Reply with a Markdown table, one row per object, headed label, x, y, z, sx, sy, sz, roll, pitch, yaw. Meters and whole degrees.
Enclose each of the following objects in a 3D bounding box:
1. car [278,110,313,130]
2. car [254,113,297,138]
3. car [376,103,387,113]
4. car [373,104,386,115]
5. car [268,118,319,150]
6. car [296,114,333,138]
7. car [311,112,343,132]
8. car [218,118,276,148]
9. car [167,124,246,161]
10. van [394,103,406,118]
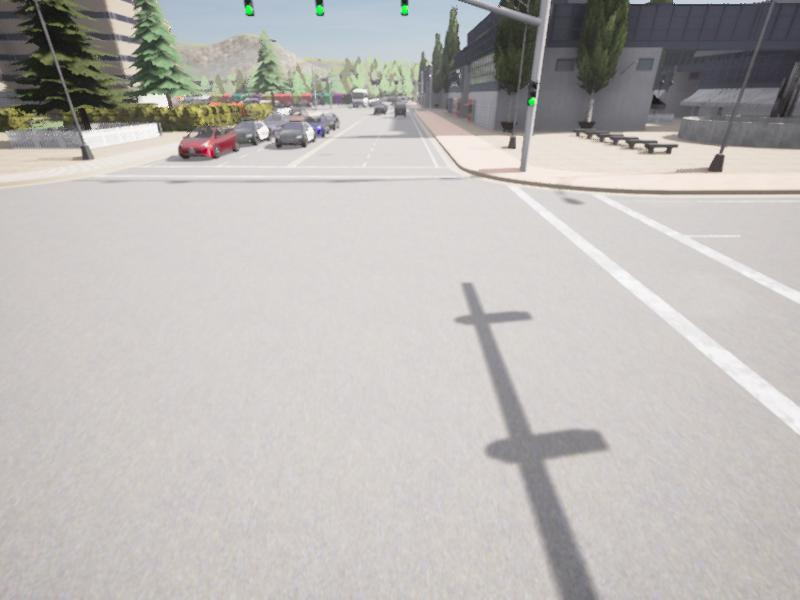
| label | x | y | z | sx | sy | sz | roll | pitch | yaw |
| --- | --- | --- | --- | --- | --- | --- | --- | --- | --- |
| car | -10.469 | -18.224 | 40.390 | 2.242 | 1.667 | 4.611 | 0 | 27 | 0 |
| car | -10.474 | -14.924 | 34.005 | 2.033 | 1.649 | 4.856 | 0 | 27 | 0 |
| car | -3.470 | -36.650 | 76.323 | 2.033 | 1.649 | 4.856 | 0 | 27 | 0 |
| car | -3.443 | -32.784 | 68.791 | 1.930 | 1.638 | 5.238 | 0 | 27 | 0 |
| car | -6.982 | -11.225 | 26.884 | 2.038 | 1.542 | 4.974 | 0 | 27 | 0 |
| car | -6.975 | -14.409 | 33.099 | 2.007 | 1.525 | 4.514 | 0 | 27 | 0 |
| car | -6.971 | -17.310 | 38.771 | 2.128 | 1.511 | 4.902 | 0 | 27 | 0 |
| car | -10.481 | -11.706 | 27.837 | 2.038 | 1.542 | 4.974 | 0 | 27 | 0 |
| car | -10.549 | -8.859 | 22.289 | 2.007 | 1.525 | 4.514 | 1 | 27 | 2 |
| van | 0.050 | -28.606 | 60.246 | 1.775 | 1.987 | 4.442 | 0 | 27 | 0 |
